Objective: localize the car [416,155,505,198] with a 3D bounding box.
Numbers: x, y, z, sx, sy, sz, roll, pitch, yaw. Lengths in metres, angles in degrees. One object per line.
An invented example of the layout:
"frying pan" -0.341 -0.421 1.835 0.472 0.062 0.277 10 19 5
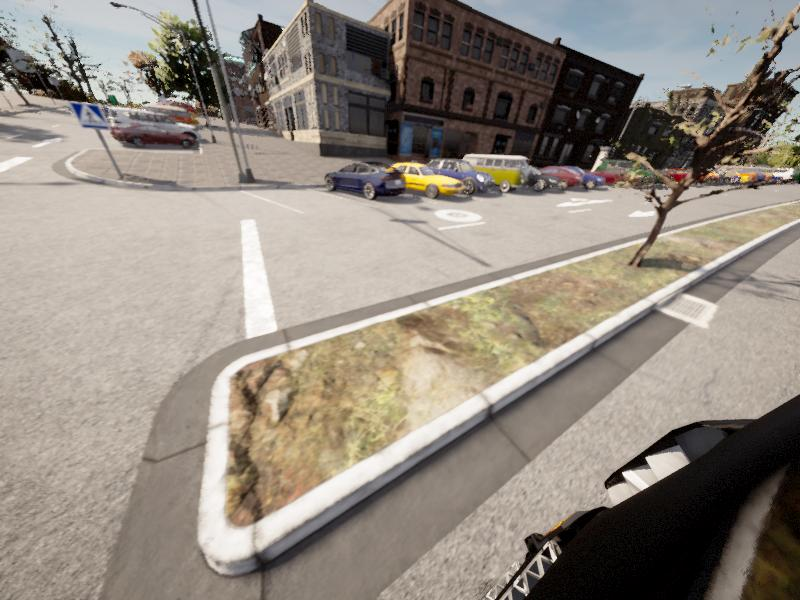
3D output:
"car" 3.477 -7.622 14.040 4.553 1.767 2.185 27 40 32

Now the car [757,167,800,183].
"car" 69.018 -22.181 41.065 2.435 2.045 5.566 -25 42 -37

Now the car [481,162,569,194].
"car" 8.812 -8.885 16.605 4.892 1.521 2.231 28 40 33

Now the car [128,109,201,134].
"car" -25.425 -19.400 25.195 2.231 1.521 4.892 29 40 24

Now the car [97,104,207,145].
"car" -20.379 -14.564 19.435 2.435 2.045 5.566 29 40 24

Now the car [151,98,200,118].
"car" -40.477 -34.717 41.881 2.435 2.045 5.566 28 40 23

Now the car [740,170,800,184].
"car" 60.716 -20.312 38.034 2.097 1.535 5.008 -25 42 -37

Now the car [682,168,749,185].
"car" 41.409 -16.389 30.562 2.097 1.535 5.008 -26 42 -37

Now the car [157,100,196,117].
"car" -42.218 -36.304 43.825 2.185 1.767 4.553 28 40 24

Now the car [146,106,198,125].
"car" -32.085 -26.111 32.742 2.002 1.452 4.674 29 41 24

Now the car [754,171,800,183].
"car" 66.250 -21.387 40.154 2.163 1.488 4.792 -25 42 -37

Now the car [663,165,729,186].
"car" 35.925 -15.316 28.271 2.185 1.767 4.553 -27 43 -37

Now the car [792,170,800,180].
"car" 88.331 -26.085 48.488 2.435 2.045 5.566 -26 42 -36

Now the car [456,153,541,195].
"car" 6.248 -8.343 15.168 4.442 1.987 1.878 27 40 33

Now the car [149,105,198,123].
"car" -33.769 -27.793 34.615 2.002 1.452 4.674 29 40 24

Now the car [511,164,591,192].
"car" 11.486 -9.521 17.852 4.674 1.452 2.002 28 41 33

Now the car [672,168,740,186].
"car" 38.664 -15.800 29.453 2.231 1.521 4.892 -27 43 -37

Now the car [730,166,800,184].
"car" 57.949 -19.974 36.848 2.435 2.045 5.566 -26 42 -36

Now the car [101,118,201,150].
"car" -18.761 -12.639 17.714 2.002 1.452 4.674 29 40 24

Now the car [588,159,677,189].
"car" 22.296 -12.370 22.495 5.566 2.045 2.435 29 41 34

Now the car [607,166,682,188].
"car" 24.974 -12.801 23.819 5.008 1.535 2.097 29 41 35

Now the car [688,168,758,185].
"car" 44.035 -17.031 31.742 1.946 1.575 5.366 -26 43 -37

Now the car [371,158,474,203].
"car" 0.989 -6.732 12.716 5.366 1.575 1.946 27 40 32

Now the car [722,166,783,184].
"car" 52.539 -18.782 34.658 1.878 1.987 4.442 -25 42 -37

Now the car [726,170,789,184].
"car" 55.204 -19.199 35.912 2.097 1.535 5.008 -25 42 -37

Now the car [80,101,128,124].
"car" -32.320 -20.628 25.406 2.128 1.511 4.902 -17 44 -30

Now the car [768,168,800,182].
"car" 74.535 -23.292 43.186 2.435 2.045 5.566 -25 42 -37

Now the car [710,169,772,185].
"car" 49.662 -18.067 33.813 2.163 1.488 4.792 -26 43 -36

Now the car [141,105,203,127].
"car" -30.309 -24.538 30.965 1.946 1.575 5.366 29 40 24

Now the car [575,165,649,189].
"car" 19.553 -11.493 21.479 4.674 1.452 2.002 29 41 34

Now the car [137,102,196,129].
"car" -28.787 -22.901 28.741 1.878 1.987 4.442 29 41 24

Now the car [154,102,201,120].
"car" -38.694 -32.936 40.317 1.946 1.575 5.366 28 40 24

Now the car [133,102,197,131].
"car" -27.117 -21.214 26.860 1.878 1.987 4.442 29 41 24

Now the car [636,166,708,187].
"car" 30.426 -14.026 26.107 5.008 1.535 2.097 30 42 35

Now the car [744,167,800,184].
"car" 63.459 -21.087 38.969 2.435 2.045 5.566 -26 42 -36

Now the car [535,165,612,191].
"car" 14.167 -10.192 19.081 4.674 1.452 2.002 28 40 34

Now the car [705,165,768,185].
"car" 47.018 -17.661 32.522 1.878 1.987 4.442 -26 42 -37

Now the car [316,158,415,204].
"car" -1.841 -6.161 11.698 4.792 1.488 2.163 27 40 32
